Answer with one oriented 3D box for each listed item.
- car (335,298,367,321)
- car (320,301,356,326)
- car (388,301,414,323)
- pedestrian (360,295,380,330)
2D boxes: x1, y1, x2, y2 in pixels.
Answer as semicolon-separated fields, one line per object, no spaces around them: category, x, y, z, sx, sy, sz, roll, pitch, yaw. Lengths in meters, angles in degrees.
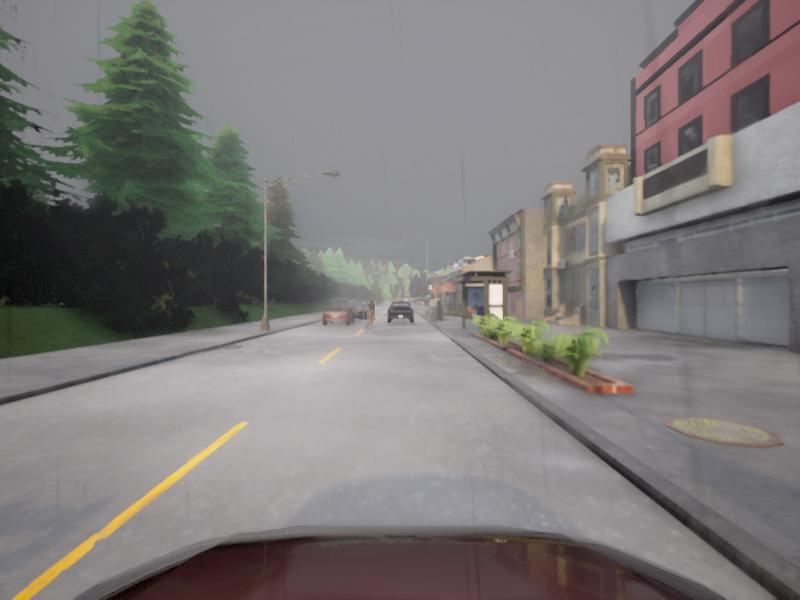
car;-3.945;0.717;33.049;2.097;1.767;4.553;0;0;0
car;-3.958;0.833;26.232;1.789;1.549;3.705;0;0;0
car;0.051;0.866;30.477;1.837;1.490;4.892;0;0;0
pedestrian;-1.581;0.652;21.329;0.751;1.860;0.751;0;0;37
